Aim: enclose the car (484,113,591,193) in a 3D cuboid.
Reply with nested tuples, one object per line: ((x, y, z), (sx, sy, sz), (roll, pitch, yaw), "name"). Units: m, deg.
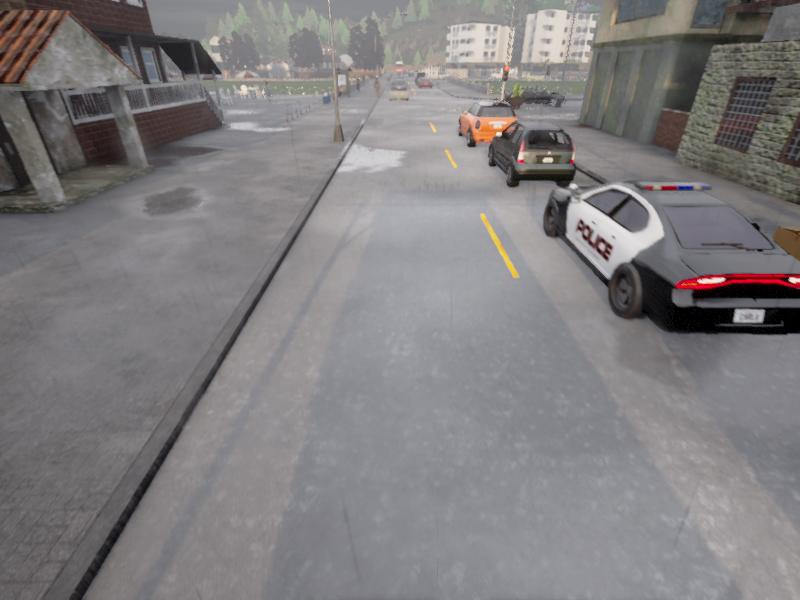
((3.958, -4.672, 12.355), (1.851, 1.617, 3.988), (0, 30, 0), "car")

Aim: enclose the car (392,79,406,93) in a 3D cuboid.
((-0.129, -27.700, 51.722), (1.837, 1.490, 4.892), (0, 31, 0), "car")

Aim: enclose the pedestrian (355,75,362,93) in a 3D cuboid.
((-5.019, -26.048, 48.286), (0.751, 1.860, 0.751), (-5, 31, -8), "pedestrian")

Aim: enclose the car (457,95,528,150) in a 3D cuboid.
((3.941, -8.082, 17.982), (2.097, 1.767, 4.553), (0, 30, 0), "car")

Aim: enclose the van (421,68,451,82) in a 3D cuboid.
((8.152, -51.242, 91.002), (6.366, 2.431, 2.351), (10, 38, 16), "van")

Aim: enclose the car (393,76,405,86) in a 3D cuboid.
((-0.166, -37.704, 68.780), (1.837, 1.490, 4.892), (0, 30, 0), "car")

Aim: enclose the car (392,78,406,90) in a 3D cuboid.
((-0.147, -32.272, 59.617), (2.033, 1.411, 5.357), (0, 30, 0), "car")

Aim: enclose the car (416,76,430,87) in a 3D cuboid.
((3.856, -36.976, 67.663), (1.994, 1.385, 4.181), (-1, 30, -2), "car")

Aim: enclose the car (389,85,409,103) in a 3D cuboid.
((-0.102, -20.180, 39.098), (1.895, 1.301, 4.718), (0, 30, 0), "car")

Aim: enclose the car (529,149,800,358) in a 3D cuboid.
((3.969, -1.225, 6.553), (2.038, 1.542, 4.974), (0, 30, 0), "car")

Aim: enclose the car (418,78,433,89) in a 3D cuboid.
((3.872, -33.306, 61.407), (1.994, 1.385, 4.181), (-1, 30, -1), "car")

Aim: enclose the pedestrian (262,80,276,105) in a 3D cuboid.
((-11.117, -17.632, 33.983), (0.751, 1.860, 0.751), (-16, 34, -25), "pedestrian")

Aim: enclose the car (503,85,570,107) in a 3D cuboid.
((11.589, -17.527, 34.370), (4.902, 1.511, 2.128), (2, 31, 3), "car")

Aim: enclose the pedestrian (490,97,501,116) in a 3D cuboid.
((6.345, -12.840, 26.531), (0.500, 1.100, 0.500), (9, 32, 14), "pedestrian")

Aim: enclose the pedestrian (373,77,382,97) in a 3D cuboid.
((-2.342, -22.306, 41.910), (0.751, 1.860, 0.751), (9, 32, 15), "pedestrian")
